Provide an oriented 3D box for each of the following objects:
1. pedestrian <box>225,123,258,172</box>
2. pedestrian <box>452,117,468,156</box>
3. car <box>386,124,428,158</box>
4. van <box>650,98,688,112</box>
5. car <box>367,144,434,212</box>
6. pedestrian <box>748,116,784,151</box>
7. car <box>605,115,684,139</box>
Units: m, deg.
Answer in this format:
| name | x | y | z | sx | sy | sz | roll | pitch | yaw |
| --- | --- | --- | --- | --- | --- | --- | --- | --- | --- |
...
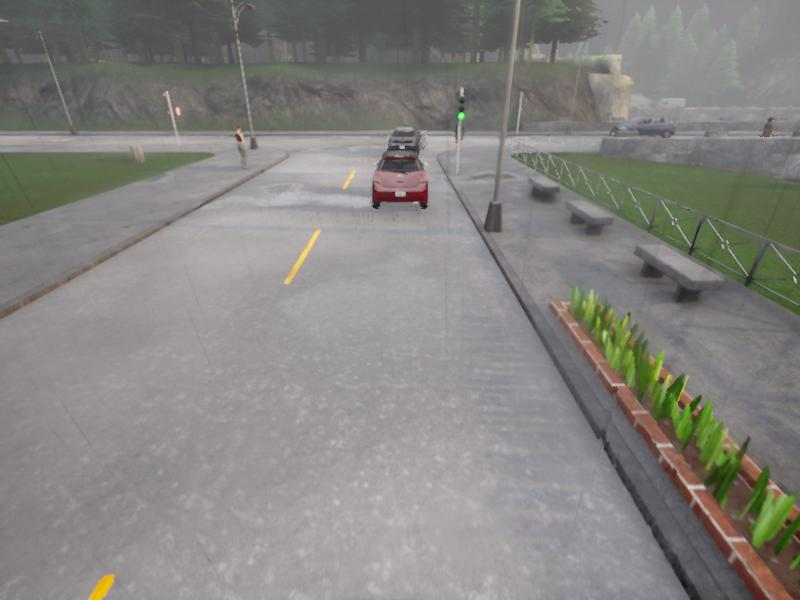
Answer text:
| name | x | y | z | sx | sy | sz | roll | pitch | yaw |
| --- | --- | --- | --- | --- | --- | --- | --- | --- | --- |
| pedestrian | -6.782 | -6.529 | 17.163 | 0.751 | 1.860 | 0.751 | 17 | 32 | 30 |
| pedestrian | 3.277 | -8.921 | 21.829 | 0.751 | 1.860 | 0.751 | 4 | 27 | 8 |
| car | 0.490 | -9.469 | 23.630 | 1.816 | 1.474 | 4.193 | 4 | 27 | 9 |
| van | 55.682 | -40.399 | 83.044 | 5.915 | 2.561 | 1.988 | 0 | 27 | 0 |
| car | 0.006 | -4.067 | 12.977 | 1.845 | 1.501 | 3.633 | 0 | 27 | 0 |
| pedestrian | 21.520 | -9.797 | 23.564 | 0.751 | 1.860 | 0.751 | 0 | 27 | -1 |
| car | 19.442 | -13.856 | 32.013 | 4.611 | 1.667 | 2.242 | 0 | 27 | 0 |
